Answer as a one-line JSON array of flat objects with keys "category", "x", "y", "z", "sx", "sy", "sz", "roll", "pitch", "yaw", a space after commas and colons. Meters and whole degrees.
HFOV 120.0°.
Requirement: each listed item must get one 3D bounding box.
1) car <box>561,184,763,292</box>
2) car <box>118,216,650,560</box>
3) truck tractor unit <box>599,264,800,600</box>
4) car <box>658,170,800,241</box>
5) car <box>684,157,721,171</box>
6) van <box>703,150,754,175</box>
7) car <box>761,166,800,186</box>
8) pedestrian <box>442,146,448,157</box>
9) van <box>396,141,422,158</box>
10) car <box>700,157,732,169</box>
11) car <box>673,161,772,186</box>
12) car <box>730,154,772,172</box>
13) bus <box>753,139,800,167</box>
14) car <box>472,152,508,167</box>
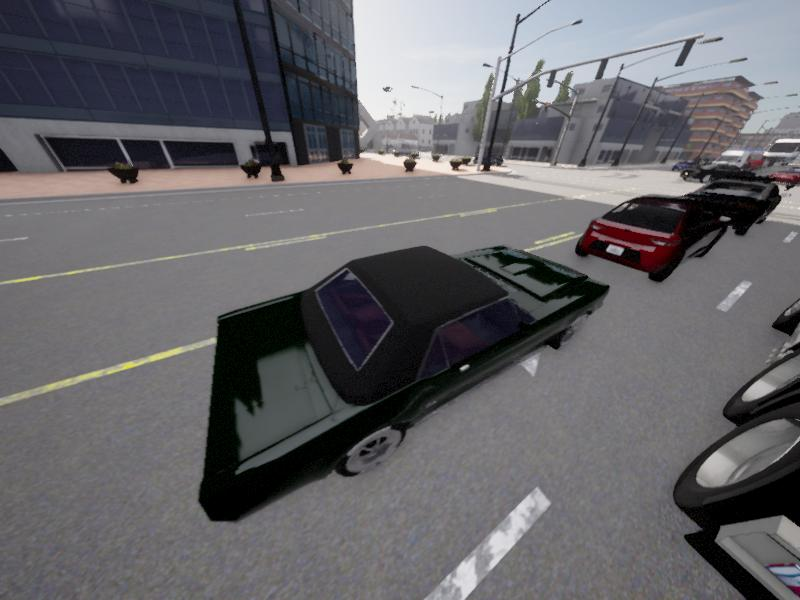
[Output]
[{"category": "car", "x": 6.367, "y": -1.785, "z": 5.675, "sx": 4.193, "sy": 1.474, "sz": 1.816, "roll": -17, "pitch": 39, "yaw": -25}, {"category": "car", "x": 0.535, "y": 0.121, "z": 2.871, "sx": 4.718, "sy": 1.301, "sz": 1.895, "roll": -17, "pitch": 39, "yaw": -25}, {"category": "truck tractor unit", "x": 5.200, "y": -0.190, "z": 0.790, "sx": 6.516, "sy": 4.208, "sz": 3.053, "roll": -16, "pitch": 42, "yaw": -25}, {"category": "car", "x": 12.325, "y": -3.699, "z": 8.539, "sx": 5.238, "sy": 1.638, "sz": 1.930, "roll": -17, "pitch": 38, "yaw": -25}, {"category": "car", "x": 46.511, "y": -20.940, "z": 35.508, "sx": 5.238, "sy": 1.638, "sz": 1.930, "roll": -17, "pitch": 38, "yaw": -25}, {"category": "van", "x": 42.758, "y": -17.880, "z": 30.051, "sx": 5.915, "sy": 2.561, "sz": 1.988, "roll": -17, "pitch": 38, "yaw": -25}, {"category": "car", "x": 37.072, "y": -11.613, "z": 21.598, "sx": 4.181, "sy": 1.385, "sz": 1.994, "roll": -8, "pitch": 35, "yaw": -14}, {"category": "pedestrian", "x": 9.337, "y": -31.043, "z": 48.208, "sx": 0.751, "sy": 1.860, "sz": 0.751, "roll": -22, "pitch": 41, "yaw": -31}, {"category": "van", "x": 1.692, "y": -29.759, "z": 45.604, "sx": 1.988, "sy": 2.561, "sz": 5.915, "roll": -19, "pitch": 39, "yaw": -28}, {"category": "car", "x": 52.822, "y": -22.909, "z": 38.621, "sx": 5.008, "sy": 1.535, "sz": 1.882, "roll": -18, "pitch": 39, "yaw": -25}, {"category": "car", "x": 28.216, "y": -11.239, "z": 20.448, "sx": 5.008, "sy": 1.535, "sz": 1.882, "roll": 6, "pitch": 34, "yaw": 6}, {"category": "car", "x": 54.846, "y": -21.462, "z": 36.116, "sx": 5.566, "sy": 2.045, "sz": 2.150, "roll": -18, "pitch": 39, "yaw": -25}, {"category": "bus", "x": 75.517, "y": -28.961, "z": 45.365, "sx": 10.273, "sy": 4.253, "sz": 3.944, "roll": -17, "pitch": 39, "yaw": -25}, {"category": "car", "x": 12.006, "y": -19.017, "z": 31.176, "sx": 1.816, "sy": 1.474, "sz": 4.193, "roll": -16, "pitch": 38, "yaw": -25}]
